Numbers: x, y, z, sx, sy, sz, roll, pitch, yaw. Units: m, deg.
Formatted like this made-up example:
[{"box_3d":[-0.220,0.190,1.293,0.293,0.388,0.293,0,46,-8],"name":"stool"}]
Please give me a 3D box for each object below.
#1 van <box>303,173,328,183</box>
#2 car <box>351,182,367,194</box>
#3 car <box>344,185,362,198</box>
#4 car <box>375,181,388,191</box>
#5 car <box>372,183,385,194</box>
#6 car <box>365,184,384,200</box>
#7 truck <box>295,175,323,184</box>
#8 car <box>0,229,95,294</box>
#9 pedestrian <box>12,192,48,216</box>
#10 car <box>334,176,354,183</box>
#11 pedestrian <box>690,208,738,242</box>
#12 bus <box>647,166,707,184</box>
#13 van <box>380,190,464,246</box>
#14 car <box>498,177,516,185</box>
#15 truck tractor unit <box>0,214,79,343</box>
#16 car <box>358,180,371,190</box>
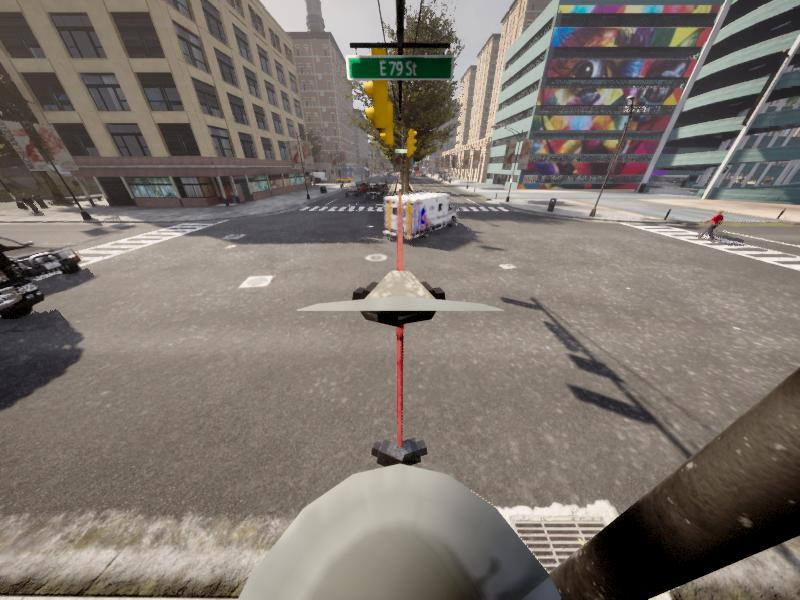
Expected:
[{"box_3d":[-23.913,-34.661,65.502,5.915,2.561,1.988,-1,30,-2],"name":"van"},{"box_3d":[-7.178,-20.111,41.312,2.007,1.525,4.514,0,30,0],"name":"car"},{"box_3d":[-7.151,-16.750,35.573,1.812,1.442,4.674,0,30,0],"name":"car"},{"box_3d":[-3.663,-22.793,45.972,2.128,1.511,4.902,0,30,0],"name":"car"},{"box_3d":[-3.683,-19.398,40.235,1.994,1.385,4.181,0,30,0],"name":"car"},{"box_3d":[-3.698,-15.908,33.887,2.242,1.667,4.611,0,30,0],"name":"car"},{"box_3d":[-24.589,-32.674,62.500,6.274,2.098,2.390,0,30,-1],"name":"truck"},{"box_3d":[-15.572,-1.514,8.748,4.605,1.855,1.932,0,30,0],"name":"car"},{"box_3d":[-33.129,-8.617,20.717,0.751,1.860,0.751,3,30,5],"name":"pedestrian"},{"box_3d":[-16.040,-34.559,66.283,5.366,1.575,1.801,-10,31,-16],"name":"car"},{"box_3d":[18.893,-4.529,13.940,0.751,1.860,0.751,-1,30,-2],"name":"pedestrian"},{"box_3d":[78.730,-36.120,66.307,3.944,4.253,10.273,0,30,0],"name":"bus"},{"box_3d":[1.701,-5.807,15.637,2.351,2.431,6.366,22,36,32],"name":"van"},{"box_3d":[27.196,-30.383,58.961,2.161,1.482,4.786,0,30,0],"name":"car"},{"box_3d":[-13.675,-0.774,5.123,6.516,4.208,3.053,0,30,1],"name":"truck tractor unit"},{"box_3d":[-7.190,-23.368,46.985,1.837,1.490,4.892,0,30,0],"name":"car"}]
